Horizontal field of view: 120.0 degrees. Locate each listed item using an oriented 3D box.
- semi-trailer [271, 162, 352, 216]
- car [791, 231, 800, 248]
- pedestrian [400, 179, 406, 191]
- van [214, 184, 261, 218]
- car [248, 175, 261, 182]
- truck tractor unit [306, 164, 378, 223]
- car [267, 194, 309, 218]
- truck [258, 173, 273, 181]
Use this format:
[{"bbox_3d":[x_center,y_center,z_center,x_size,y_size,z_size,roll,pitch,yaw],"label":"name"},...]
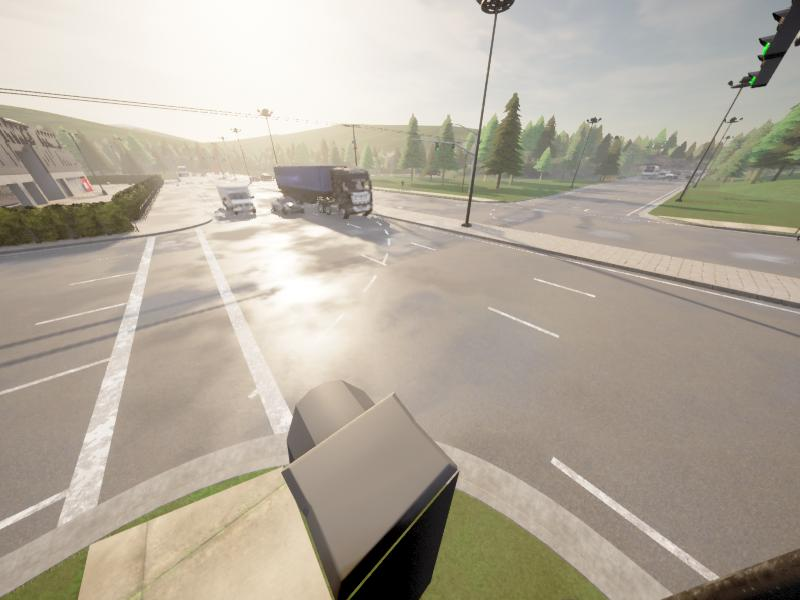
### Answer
[{"bbox_3d":[-10.563,-13.025,26.247,2.717,4.402,14.254,-24,38,-35],"label":"semi-trailer"},{"bbox_3d":[25.448,-3.094,11.933,2.038,1.542,4.974,-24,37,-35],"label":"car"},{"bbox_3d":[0.513,-21.275,42.741,0.751,1.860,0.751,-22,36,-33],"label":"pedestrian"},{"bbox_3d":[-16.551,-10.250,23.433,2.351,2.431,6.366,-23,37,-34],"label":"van"},{"bbox_3d":[-46.582,-38.900,73.861,2.152,1.651,5.027,-23,37,-34],"label":"car"},{"bbox_3d":[-5.345,-9.967,21.141,3.053,4.208,6.516,-24,37,-35],"label":"truck tractor unit"},{"bbox_3d":[-11.213,-9.465,22.970,2.038,1.542,4.974,-24,38,-35],"label":"car"},{"bbox_3d":[-44.467,-40.561,76.258,2.390,2.098,6.274,-23,37,-35],"label":"truck"}]
